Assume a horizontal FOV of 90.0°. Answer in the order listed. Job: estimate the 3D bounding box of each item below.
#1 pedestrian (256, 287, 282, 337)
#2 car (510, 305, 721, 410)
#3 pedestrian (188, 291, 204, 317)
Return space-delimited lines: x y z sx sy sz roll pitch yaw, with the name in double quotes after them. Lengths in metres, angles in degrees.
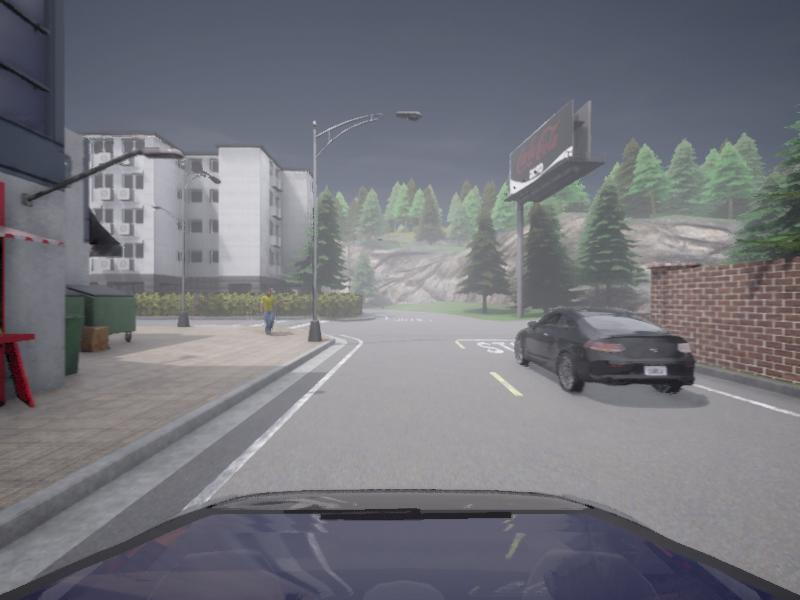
-5.089 0.445 15.515 0.751 1.860 0.751 0 0 -36 "pedestrian"
3.749 0.859 8.108 1.812 1.442 4.674 0 0 1 "car"
-14.844 0.273 29.071 0.751 1.860 0.751 0 0 7 "pedestrian"
